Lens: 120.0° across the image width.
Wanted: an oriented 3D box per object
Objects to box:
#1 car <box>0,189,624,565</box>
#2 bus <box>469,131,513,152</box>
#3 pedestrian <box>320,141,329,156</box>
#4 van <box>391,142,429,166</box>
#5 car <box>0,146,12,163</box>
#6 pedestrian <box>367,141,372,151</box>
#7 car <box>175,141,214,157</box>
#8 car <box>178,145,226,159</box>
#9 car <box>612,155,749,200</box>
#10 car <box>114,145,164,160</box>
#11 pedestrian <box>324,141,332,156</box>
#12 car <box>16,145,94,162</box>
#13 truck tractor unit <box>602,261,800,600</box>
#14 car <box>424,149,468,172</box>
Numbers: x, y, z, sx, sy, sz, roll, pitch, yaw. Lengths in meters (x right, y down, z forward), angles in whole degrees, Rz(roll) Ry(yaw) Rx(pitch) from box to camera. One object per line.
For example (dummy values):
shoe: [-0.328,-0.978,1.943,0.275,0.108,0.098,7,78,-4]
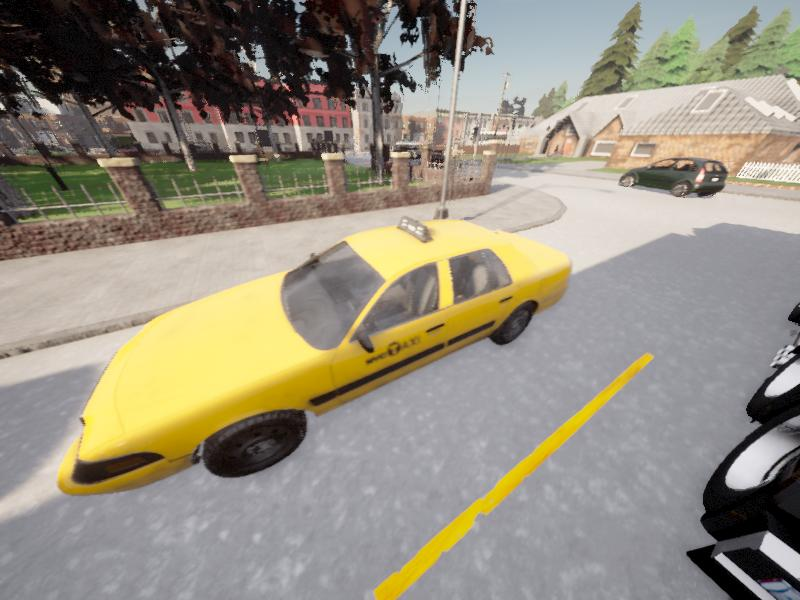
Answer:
car: [-0.097,-0.113,2.782,5.366,1.575,1.801,-18,39,-24]
bus: [23.592,-41.222,60.072,10.273,4.253,3.944,-18,39,-24]
pedestrian: [-11.358,-22.874,34.924,0.751,1.860,0.751,10,36,14]
van: [0.973,-16.033,25.260,2.069,2.038,4.480,-18,39,-24]
car: [-45.187,-15.303,24.333,3.806,1.475,1.970,-18,39,-24]
pedestrian: [-6.724,-33.768,50.611,0.751,1.860,0.751,-21,40,-28]
car: [-30.809,-22.792,34.847,3.866,1.878,1.905,-18,39,-24]
car: [-27.736,-20.996,32.638,4.892,1.490,1.837,-19,39,-25]
car: [14.118,-6.535,12.098,1.851,1.617,3.988,-4,35,-7]
car: [-33.568,-19.121,29.845,3.705,1.549,1.789,-18,39,-24]
pedestrian: [-11.003,-23.147,35.320,0.751,1.860,0.751,-4,35,-6]
car: [-39.796,-17.080,26.887,4.514,1.525,2.007,-18,39,-24]
truck tractor unit: [5.110,-0.300,0.792,6.516,4.208,3.053,-18,39,-24]
car: [4.068,-12.737,20.997,1.845,1.501,3.633,-18,39,-24]
